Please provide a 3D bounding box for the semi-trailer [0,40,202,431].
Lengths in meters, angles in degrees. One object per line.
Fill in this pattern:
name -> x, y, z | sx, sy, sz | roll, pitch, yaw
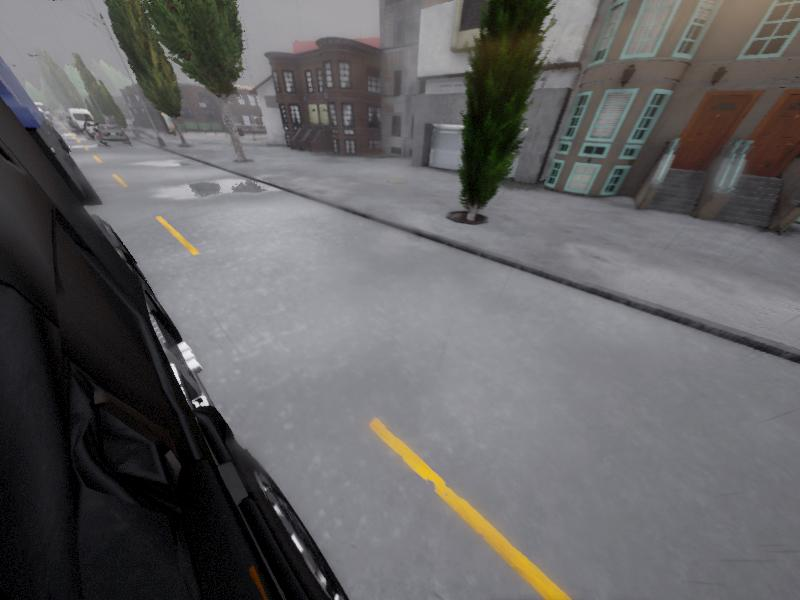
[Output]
semi-trailer -> -8.711, -3.591, 4.222 | 14.254, 4.402, 2.717 | 28, 44, 30

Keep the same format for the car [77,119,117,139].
car -> -33.353, -18.812, 25.408 | 3.988, 1.617, 1.851 | 28, 44, 30

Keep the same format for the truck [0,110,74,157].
truck -> -23.942, -10.851, 14.923 | 6.274, 2.098, 2.390 | 29, 44, 30

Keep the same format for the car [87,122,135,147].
car -> -24.862, -14.246, 19.861 | 3.705, 1.549, 1.789 | 28, 43, 30

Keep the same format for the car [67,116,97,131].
car -> -49.327, -27.366, 35.840 | 4.856, 1.649, 2.033 | 28, 44, 30

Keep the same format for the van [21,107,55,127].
van -> -61.535, -31.174, 39.368 | 5.915, 2.561, 1.988 | 28, 44, 30

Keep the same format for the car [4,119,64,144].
car -> -31.260, -14.529, 19.882 | 4.902, 1.511, 2.128 | 28, 44, 30

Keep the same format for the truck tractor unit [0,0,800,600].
truck tractor unit -> -2.645, -0.295, 0.351 | 6.516, 4.208, 3.053 | 28, 44, 30

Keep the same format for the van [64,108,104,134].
van -> -43.242, -24.487, 31.605 | 5.915, 2.561, 1.988 | 28, 44, 30

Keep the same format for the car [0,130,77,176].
car -> -17.215, -6.945, 10.730 | 4.181, 1.385, 1.994 | 28, 44, 30
